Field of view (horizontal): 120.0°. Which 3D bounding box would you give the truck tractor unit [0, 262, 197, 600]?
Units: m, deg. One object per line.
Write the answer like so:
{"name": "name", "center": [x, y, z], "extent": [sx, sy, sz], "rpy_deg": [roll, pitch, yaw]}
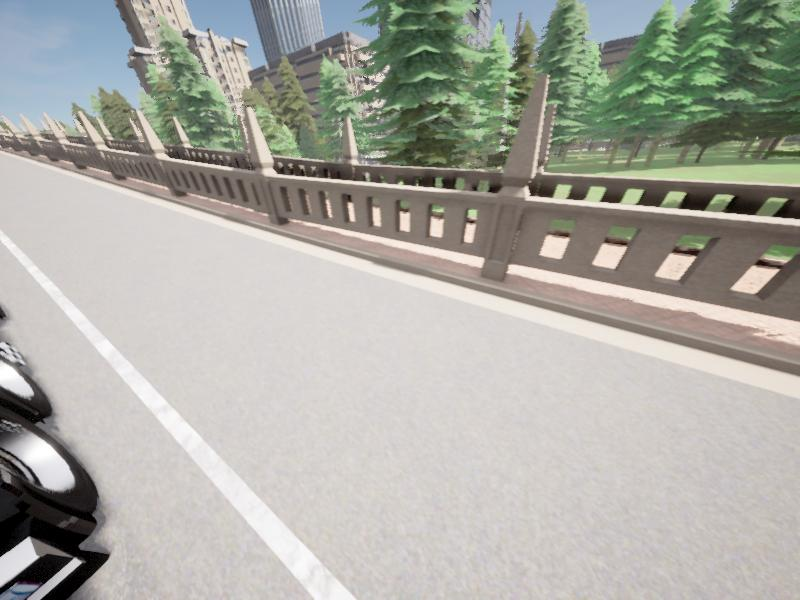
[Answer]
{"name": "truck tractor unit", "center": [-5.095, -0.323, 0.751], "extent": [6.516, 4.208, 3.053], "rpy_deg": [19, 40, 24]}
